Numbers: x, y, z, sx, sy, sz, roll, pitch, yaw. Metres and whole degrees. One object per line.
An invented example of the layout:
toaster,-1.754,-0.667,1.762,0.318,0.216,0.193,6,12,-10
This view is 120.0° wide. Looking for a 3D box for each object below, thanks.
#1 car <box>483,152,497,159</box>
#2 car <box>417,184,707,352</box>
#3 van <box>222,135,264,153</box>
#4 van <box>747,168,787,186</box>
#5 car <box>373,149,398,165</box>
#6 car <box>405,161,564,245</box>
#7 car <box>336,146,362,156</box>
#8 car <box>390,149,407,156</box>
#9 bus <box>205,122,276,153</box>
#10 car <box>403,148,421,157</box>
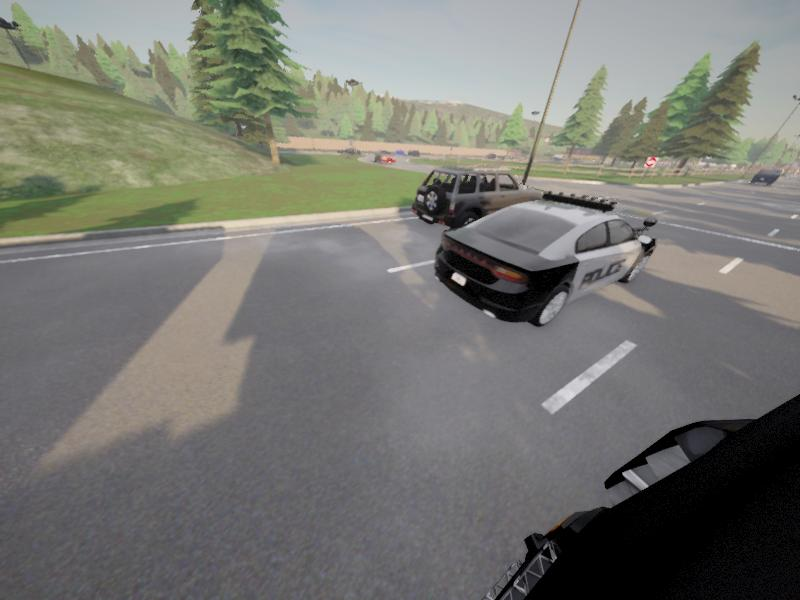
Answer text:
car,31.588,-50.602,81.074,3.866,1.878,1.905,-16,38,-26
car,3.111,-1.117,4.420,5.238,1.638,1.930,-16,38,-26
van,-29.098,-28.967,42.949,5.915,2.561,1.988,-16,38,-26
van,51.162,-17.177,32.204,4.442,1.987,1.775,-16,38,-26
car,-2.255,-21.024,33.947,2.242,1.667,4.611,-10,36,-19
car,2.682,-3.332,7.507,4.605,1.855,1.932,-16,38,-26
car,-11.504,-33.647,52.240,5.238,1.638,1.930,-16,38,-26
car,-0.353,-43.504,68.163,4.514,1.525,2.007,-16,38,-26
bus,-30.610,-31.395,44.939,10.273,4.253,3.944,-16,38,-26
car,3.244,-40.222,63.130,4.605,1.855,1.932,-16,38,-26
